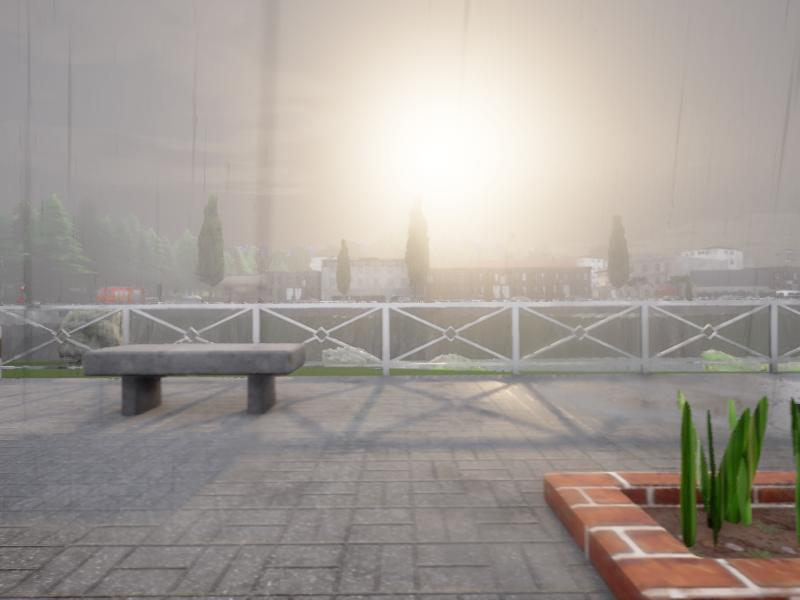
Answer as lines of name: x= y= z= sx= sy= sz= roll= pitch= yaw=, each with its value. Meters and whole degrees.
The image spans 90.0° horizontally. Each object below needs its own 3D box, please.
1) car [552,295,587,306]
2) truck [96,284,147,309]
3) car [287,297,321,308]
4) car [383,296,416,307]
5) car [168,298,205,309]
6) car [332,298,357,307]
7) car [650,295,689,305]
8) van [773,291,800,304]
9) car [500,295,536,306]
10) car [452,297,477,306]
car: x=27.267 y=0.061 z=64.407 sx=4.856 sy=1.649 sz=2.033 roll=0 pitch=0 yaw=0
truck: x=-45.155 y=-0.518 z=64.802 sx=8.468 sy=3.827 sz=2.891 roll=0 pitch=0 yaw=24
car: x=-15.407 y=0.376 z=64.328 sx=5.027 sy=1.651 sz=2.152 roll=0 pitch=0 yaw=0
car: x=-0.029 y=0.257 z=64.359 sx=5.238 sy=1.638 sz=1.930 roll=0 pitch=0 yaw=0
car: x=-34.256 y=0.503 z=64.298 sx=4.856 sy=1.649 sz=2.033 roll=-1 pitch=0 yaw=0
car: x=-8.878 y=0.402 z=64.341 sx=3.806 sy=1.475 sz=1.970 roll=0 pitch=0 yaw=0
car: x=43.342 y=0.002 z=64.436 sx=5.008 sy=1.535 sz=1.882 roll=0 pitch=0 yaw=0
van: x=59.544 y=-0.367 z=60.466 sx=4.480 sy=2.038 sz=2.069 roll=0 pitch=0 yaw=0
car: x=18.915 y=0.123 z=64.391 sx=5.238 sy=1.638 sz=1.930 roll=0 pitch=0 yaw=0
car: x=10.349 y=0.266 z=64.373 sx=3.806 sy=1.475 sz=1.970 roll=0 pitch=0 yaw=0
